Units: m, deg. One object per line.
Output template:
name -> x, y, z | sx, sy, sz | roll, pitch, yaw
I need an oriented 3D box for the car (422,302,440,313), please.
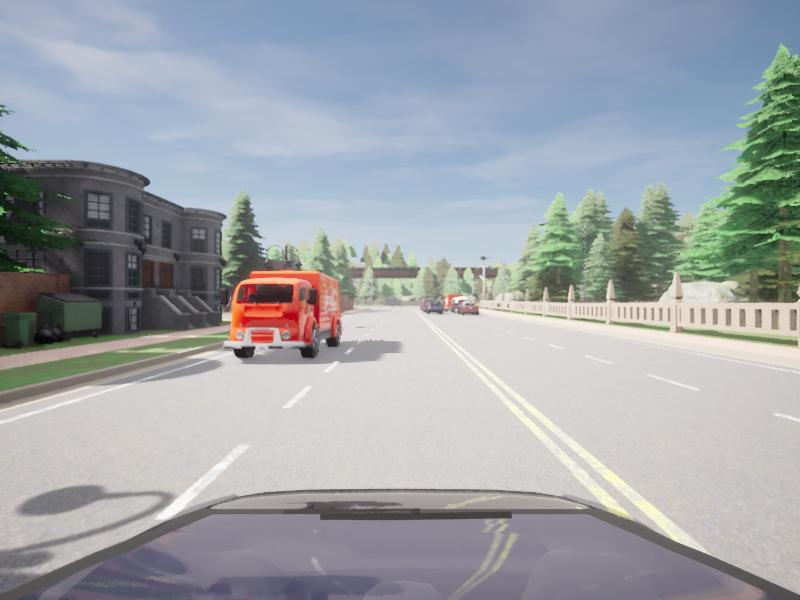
car -> 4.155, 1.001, 54.188 | 2.033, 1.411, 5.357 | 0, 0, 1

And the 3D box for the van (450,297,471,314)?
van -> 7.610, 0.672, 50.626 | 2.069, 2.038, 4.480 | 0, 0, 1

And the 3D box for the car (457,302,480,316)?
car -> 7.533, 0.942, 44.377 | 1.970, 1.475, 3.806 | 0, 0, 0

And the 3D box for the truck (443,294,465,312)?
truck -> 7.698, 0.470, 57.565 | 2.627, 2.467, 5.204 | 0, 0, 1

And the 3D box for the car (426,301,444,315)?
car -> 4.072, 0.882, 47.430 | 1.851, 1.617, 3.988 | 0, 0, 1

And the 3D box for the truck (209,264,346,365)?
truck -> -3.362, 0.394, 12.454 | 2.627, 2.467, 5.204 | 0, -1, 1
